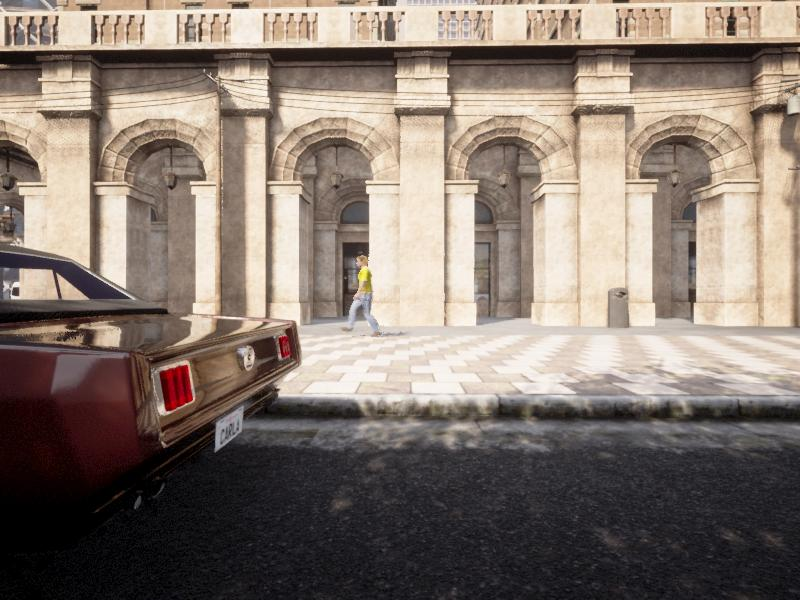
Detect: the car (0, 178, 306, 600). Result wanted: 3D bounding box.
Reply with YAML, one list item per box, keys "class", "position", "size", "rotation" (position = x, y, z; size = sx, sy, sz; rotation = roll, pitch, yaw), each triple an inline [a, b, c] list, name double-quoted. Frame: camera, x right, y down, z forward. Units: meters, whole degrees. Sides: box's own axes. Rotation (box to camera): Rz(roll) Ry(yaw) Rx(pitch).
- class: "car"
  position: [-3.058, 0.338, 2.008]
  size: [4.718, 1.301, 1.895]
  rotation: [0, 0, 1]

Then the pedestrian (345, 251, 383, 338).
- class: "pedestrian"
  position: [-0.774, -0.115, 8.859]
  size: [0.751, 1.860, 0.751]
  rotation: [0, 0, 2]
